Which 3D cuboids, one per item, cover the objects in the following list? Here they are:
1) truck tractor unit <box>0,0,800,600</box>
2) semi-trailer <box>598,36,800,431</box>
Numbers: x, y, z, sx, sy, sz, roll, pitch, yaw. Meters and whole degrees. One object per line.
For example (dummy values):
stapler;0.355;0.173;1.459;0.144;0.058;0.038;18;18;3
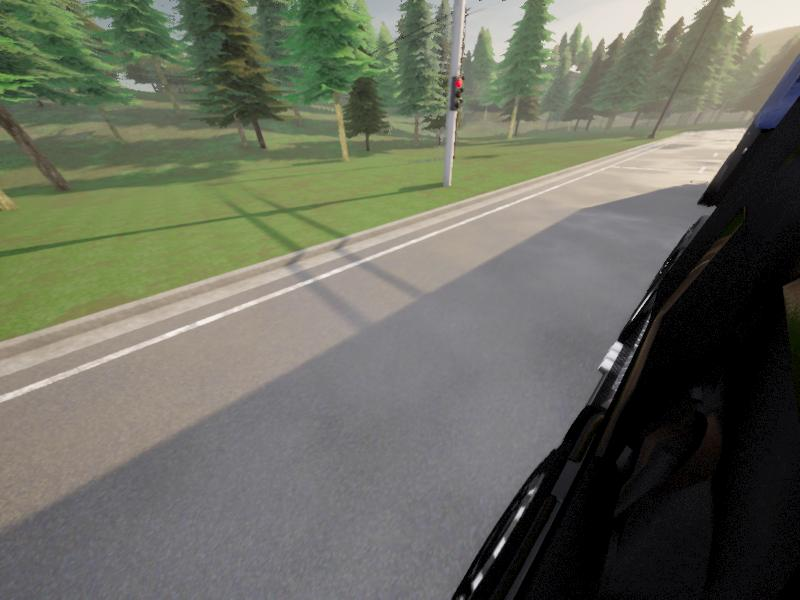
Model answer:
truck tractor unit;2.645;-0.295;0.351;6.516;4.208;3.053;-28;44;-30
semi-trailer;8.700;-3.598;4.234;14.254;4.402;2.717;-28;43;-30
